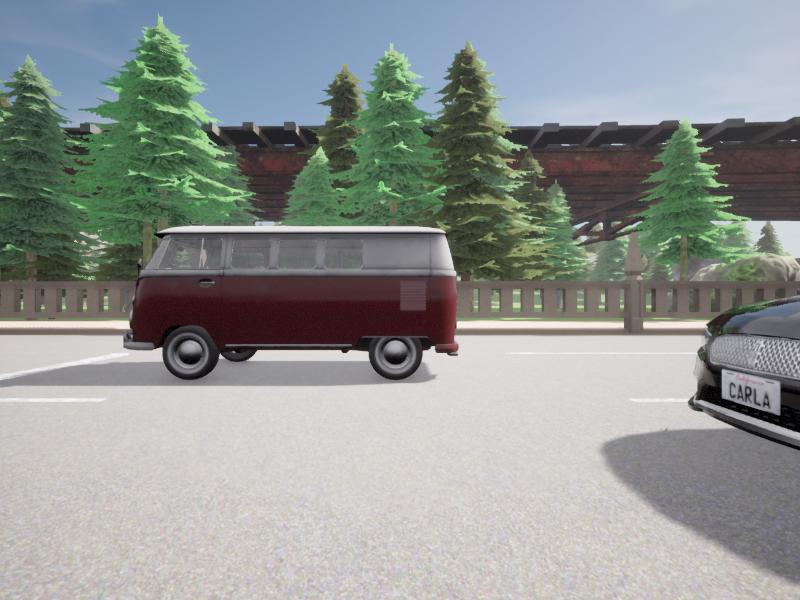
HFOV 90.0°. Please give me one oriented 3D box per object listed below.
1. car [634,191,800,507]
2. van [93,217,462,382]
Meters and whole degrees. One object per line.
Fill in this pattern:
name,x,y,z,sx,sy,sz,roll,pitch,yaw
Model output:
car,4.363,0.237,2.200,4.902,1.511,2.128,0,0,0
van,-1.470,-0.002,5.700,4.442,1.987,1.775,0,0,0
